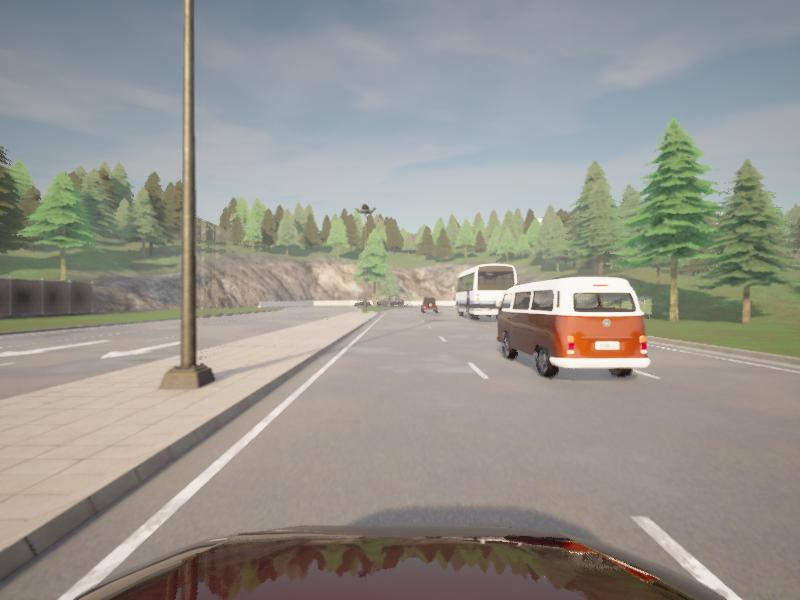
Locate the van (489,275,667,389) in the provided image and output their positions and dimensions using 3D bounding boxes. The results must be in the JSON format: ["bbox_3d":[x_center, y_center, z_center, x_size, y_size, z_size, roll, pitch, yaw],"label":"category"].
[{"bbox_3d":[3.685,0.570,9.400,2.069,2.038,4.480,0,0,-2],"label":"van"}]

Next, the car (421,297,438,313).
[{"bbox_3d":[3.540,0.637,48.930,1.905,1.878,3.866,0,0,1],"label":"car"}]

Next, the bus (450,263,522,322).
[{"bbox_3d":[6.874,-0.540,34.075,3.944,4.253,10.273,0,0,0],"label":"bus"}]
